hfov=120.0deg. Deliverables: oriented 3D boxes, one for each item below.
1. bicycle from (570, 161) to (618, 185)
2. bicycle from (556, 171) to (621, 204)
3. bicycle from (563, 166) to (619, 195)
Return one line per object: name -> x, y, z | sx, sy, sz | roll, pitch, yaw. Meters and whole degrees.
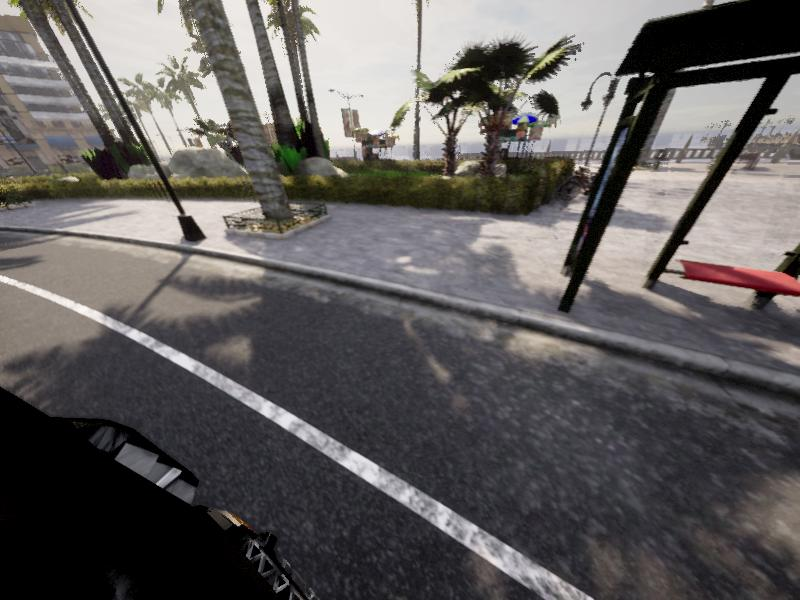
bicycle -> 10.099, -6.643, 12.099 | 1.643, 1.024, 0.373 | 21, 40, 31
bicycle -> 7.096, -4.319, 8.801 | 1.643, 1.024, 0.373 | 21, 40, 31
bicycle -> 8.297, -5.249, 10.120 | 1.643, 1.024, 0.373 | 21, 40, 31
